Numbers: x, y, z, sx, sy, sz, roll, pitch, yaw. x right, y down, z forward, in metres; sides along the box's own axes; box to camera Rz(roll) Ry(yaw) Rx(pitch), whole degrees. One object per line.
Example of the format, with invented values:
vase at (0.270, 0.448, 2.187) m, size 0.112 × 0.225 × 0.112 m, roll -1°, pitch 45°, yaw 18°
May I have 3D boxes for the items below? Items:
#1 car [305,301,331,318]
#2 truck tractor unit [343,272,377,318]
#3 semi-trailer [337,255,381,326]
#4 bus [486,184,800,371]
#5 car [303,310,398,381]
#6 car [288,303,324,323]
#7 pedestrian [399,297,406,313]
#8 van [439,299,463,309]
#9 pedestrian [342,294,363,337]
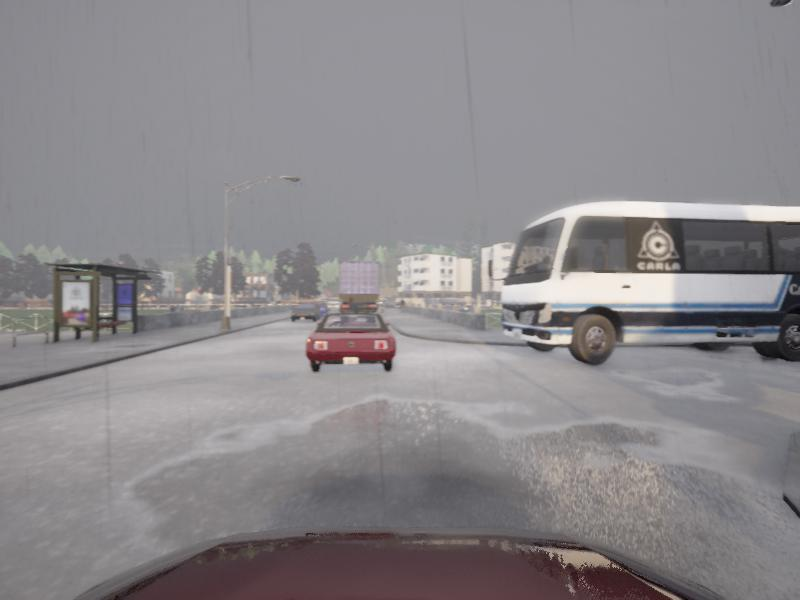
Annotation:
car at (-7.875, 0.863, 38.709) m, size 2.007 × 1.525 × 4.514 m, roll 0°, pitch 0°, yaw -6°
truck tractor unit at (-3.985, -0.478, 40.160) m, size 3.053 × 4.208 × 6.516 m, roll 0°, pitch 0°, yaw -5°
semi-trailer at (-3.249, -0.583, 32.278) m, size 2.717 × 4.402 × 14.254 m, roll 0°, pitch 0°, yaw -5°
bus at (8.112, -0.503, 11.604) m, size 10.273 × 4.253 × 3.944 m, roll 0°, pitch 0°, yaw -6°
car at (-1.199, 0.955, 10.365) m, size 1.895 × 1.301 × 4.718 m, roll 0°, pitch 0°, yaw -5°
car at (-7.133, 0.921, 30.921) m, size 2.033 × 1.411 × 5.357 m, roll 0°, pitch 0°, yaw -5°
pedestrian at (0.344, 0.597, 48.734) m, size 0.751 × 1.860 × 0.751 m, roll 0°, pitch 0°, yaw -5°
van at (9.932, 0.719, 77.967) m, size 4.442 × 1.987 × 1.775 m, roll 0°, pitch 0°, yaw -5°
pedestrian at (-2.091, 0.656, 17.689) m, size 0.751 × 1.860 × 0.751 m, roll 0°, pitch 0°, yaw 12°
